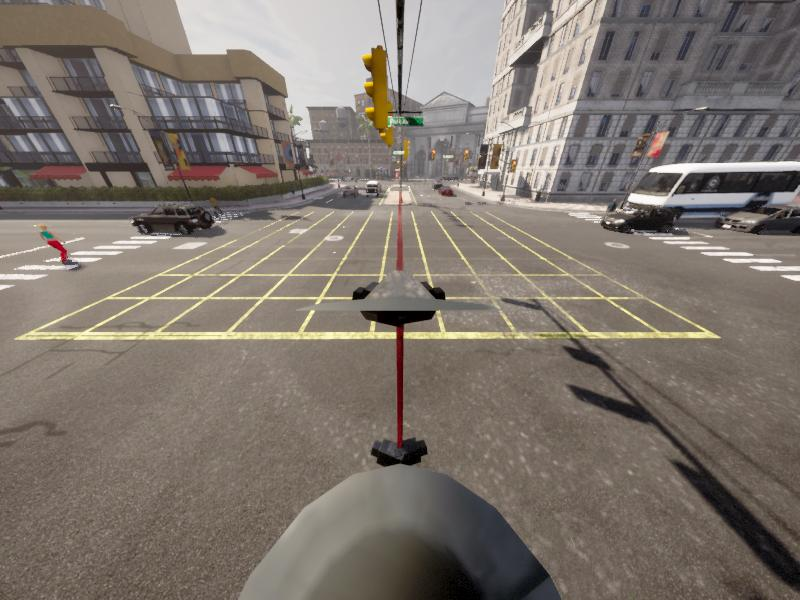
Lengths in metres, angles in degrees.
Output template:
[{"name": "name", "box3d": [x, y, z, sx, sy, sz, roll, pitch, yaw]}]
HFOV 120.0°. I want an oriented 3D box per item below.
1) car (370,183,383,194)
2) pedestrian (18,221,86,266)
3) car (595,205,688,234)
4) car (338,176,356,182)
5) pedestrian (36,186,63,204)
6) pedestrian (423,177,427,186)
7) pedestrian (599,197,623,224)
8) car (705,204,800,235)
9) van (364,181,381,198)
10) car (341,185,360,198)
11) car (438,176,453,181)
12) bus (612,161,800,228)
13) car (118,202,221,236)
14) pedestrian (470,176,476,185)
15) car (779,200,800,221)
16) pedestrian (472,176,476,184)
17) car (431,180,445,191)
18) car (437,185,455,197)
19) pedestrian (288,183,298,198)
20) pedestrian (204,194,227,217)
[{"name": "car", "box3d": [-4.167, -20.061, 41.308, 1.812, 1.442, 4.674, 0, 30, 0]}, {"name": "pedestrian", "box3d": [-15.849, -2.602, 10.603, 0.751, 1.860, 0.751, -3, 30, -5]}, {"name": "car", "box3d": [16.692, -5.662, 16.206, 3.988, 1.617, 1.851, 0, 30, 0]}, {"name": "car", "box3d": [-16.645, -38.215, 72.668, 4.974, 1.542, 2.038, 2, 30, 3]}, {"name": "pedestrian", "box3d": [-40.670, -12.152, 26.841, 0.751, 1.860, 0.751, -1, 30, -2]}, {"name": "pedestrian", "box3d": [5.835, -27.396, 53.548, 0.751, 1.860, 0.751, 4, 30, 7]}, {"name": "pedestrian", "box3d": [16.820, -7.127, 18.442, 0.751, 1.860, 0.751, 25, 38, 36]}, {"name": "car", "box3d": [25.577, -5.701, 16.209, 4.611, 1.667, 2.242, 0, 30, 0]}, {"name": "van", "box3d": [-4.179, -17.084, 35.556, 2.069, 2.038, 4.480, 0, 30, 0]}, {"name": "car", "box3d": [-7.682, -17.137, 36.245, 1.812, 1.442, 4.674, 0, 30, 0]}, {"name": "car", "box3d": [14.263, -38.111, 72.540, 4.193, 1.474, 1.816, 0, 30, 1]}, {"name": "bus", "box3d": [24.679, -8.516, 18.488, 10.273, 4.253, 3.944, -1, 30, 0]}, {"name": "car", "box3d": [-15.518, -5.594, 15.818, 4.605, 1.855, 1.932, 2, 30, 3]}, {"name": "pedestrian", "box3d": [17.464, -28.537, 55.219, 0.751, 1.860, 0.751, -9, 31, -15]}, {"name": "car", "box3d": [35.440, -7.397, 19.290, 3.633, 1.501, 1.845, 0, 30, 0]}, {"name": "pedestrian", "box3d": [18.632, -30.138, 57.993, 0.751, 1.860, 0.751, 7, 31, 11]}, {"name": "car", "box3d": [7.345, -22.377, 45.123, 1.930, 1.638, 5.238, 0, 30, 0]}, {"name": "car", "box3d": [7.319, -17.679, 37.256, 1.994, 1.385, 4.181, 0, 30, 1]}, {"name": "pedestrian", "box3d": [-14.906, -15.230, 32.171, 0.751, 1.860, 0.751, 0, 30, 0]}, {"name": "pedestrian", "box3d": [-16.645, -8.527, 20.867, 0.751, 1.860, 0.751, 1, 30, 2]}]
